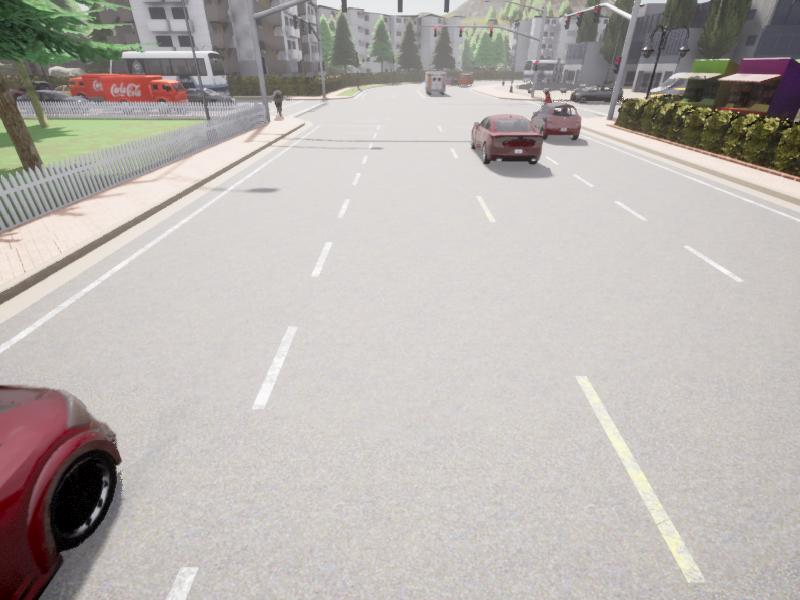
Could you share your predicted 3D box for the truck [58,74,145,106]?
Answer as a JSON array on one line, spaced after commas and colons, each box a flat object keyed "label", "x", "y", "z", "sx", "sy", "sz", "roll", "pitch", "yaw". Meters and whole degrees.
[{"label": "truck", "x": -26.580, "y": -18.828, "z": 35.814, "sx": 5.204, "sy": 2.467, "sz": 2.627, "roll": 1, "pitch": 30, "yaw": 2}]

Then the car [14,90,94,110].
[{"label": "car", "x": -28.532, "y": -16.592, "z": 33.149, "sx": 4.718, "sy": 1.301, "sz": 1.895, "roll": 1, "pitch": 30, "yaw": 2}]

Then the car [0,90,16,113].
[{"label": "car", "x": -32.480, "y": -14.982, "z": 30.195, "sx": 4.892, "sy": 1.490, "sz": 1.837, "roll": 1, "pitch": 30, "yaw": 2}]

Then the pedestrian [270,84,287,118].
[{"label": "pedestrian", "x": -7.825, "y": -12.817, "z": 25.773, "sx": 0.751, "sy": 1.860, "sz": 0.751, "roll": -10, "pitch": 32, "yaw": -16}]

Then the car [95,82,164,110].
[{"label": "car", "x": -22.060, "y": -16.731, "z": 32.796, "sx": 3.866, "sy": 1.878, "sz": 1.905, "roll": 1, "pitch": 30, "yaw": 2}]

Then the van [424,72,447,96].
[{"label": "van", "x": 4.392, "y": -27.396, "z": 50.530, "sx": 2.351, "sy": 2.431, "sz": 6.366, "roll": 0, "pitch": 30, "yaw": 0}]

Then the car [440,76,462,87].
[{"label": "car", "x": 9.300, "y": -39.827, "z": 72.896, "sx": 2.152, "sy": 1.651, "sz": 5.027, "roll": 15, "pitch": 34, "yaw": 24}]

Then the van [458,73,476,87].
[{"label": "van", "x": 11.731, "y": -38.629, "z": 70.203, "sx": 1.775, "sy": 1.987, "sz": 4.442, "roll": 13, "pitch": 33, "yaw": 22}]

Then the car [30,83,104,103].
[{"label": "car", "x": -32.552, "y": -20.319, "z": 39.249, "sx": 5.366, "sy": 1.575, "sz": 1.801, "roll": 1, "pitch": 30, "yaw": 2}]

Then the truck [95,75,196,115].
[{"label": "truck", "x": -18.571, "y": -15.153, "z": 29.521, "sx": 5.204, "sy": 2.467, "sz": 2.627, "roll": 1, "pitch": 30, "yaw": 2}]

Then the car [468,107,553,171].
[{"label": "car", "x": 3.931, "y": -6.271, "z": 15.234, "sx": 1.882, "sy": 1.535, "sz": 5.008, "roll": 0, "pitch": 30, "yaw": 0}]

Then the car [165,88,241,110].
[{"label": "car", "x": -15.989, "y": -16.459, "z": 32.707, "sx": 4.902, "sy": 1.511, "sz": 2.128, "roll": 1, "pitch": 30, "yaw": 2}]

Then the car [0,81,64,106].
[{"label": "car", "x": -33.345, "y": -18.701, "z": 36.171, "sx": 3.866, "sy": 1.878, "sz": 1.905, "roll": 1, "pitch": 30, "yaw": 2}]

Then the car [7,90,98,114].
[{"label": "car", "x": -25.923, "y": -14.864, "z": 29.993, "sx": 4.892, "sy": 1.490, "sz": 1.837, "roll": 1, "pitch": 30, "yaw": 2}]

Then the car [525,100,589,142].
[{"label": "car", "x": 7.586, "y": -8.884, "z": 19.717, "sx": 1.845, "sy": 1.501, "sz": 3.633, "roll": 2, "pitch": 30, "yaw": 3}]

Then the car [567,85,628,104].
[{"label": "car", "x": 18.502, "y": -19.362, "z": 37.666, "sx": 4.514, "sy": 1.525, "sz": 2.007, "roll": 1, "pitch": 30, "yaw": 2}]

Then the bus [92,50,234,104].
[{"label": "bus", "x": -22.137, "y": -21.224, "z": 38.150, "sx": 10.273, "sy": 4.253, "sz": 3.944, "roll": 1, "pitch": 30, "yaw": 2}]

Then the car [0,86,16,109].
[{"label": "car", "x": -35.741, "y": -16.863, "z": 33.289, "sx": 5.027, "sy": 1.651, "sz": 2.152, "roll": 1, "pitch": 30, "yaw": 2}]

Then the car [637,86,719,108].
[{"label": "car", "x": 23.808, "y": -17.523, "z": 34.459, "sx": 5.366, "sy": 1.575, "sz": 1.801, "roll": 1, "pitch": 30, "yaw": 2}]

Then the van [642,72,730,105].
[{"label": "van", "x": 26.432, "y": -19.672, "z": 37.192, "sx": 5.915, "sy": 2.561, "sz": 1.988, "roll": 1, "pitch": 30, "yaw": 2}]

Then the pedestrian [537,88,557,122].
[{"label": "pedestrian", "x": 9.233, "y": -12.278, "z": 25.153, "sx": 0.751, "sy": 1.860, "sz": 0.751, "roll": 3, "pitch": 30, "yaw": 5}]

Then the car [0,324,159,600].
[{"label": "car", "x": -3.235, "y": 1.830, "z": 1.528, "sx": 1.994, "sy": 1.385, "sz": 4.181, "roll": 0, "pitch": 30, "yaw": 1}]
